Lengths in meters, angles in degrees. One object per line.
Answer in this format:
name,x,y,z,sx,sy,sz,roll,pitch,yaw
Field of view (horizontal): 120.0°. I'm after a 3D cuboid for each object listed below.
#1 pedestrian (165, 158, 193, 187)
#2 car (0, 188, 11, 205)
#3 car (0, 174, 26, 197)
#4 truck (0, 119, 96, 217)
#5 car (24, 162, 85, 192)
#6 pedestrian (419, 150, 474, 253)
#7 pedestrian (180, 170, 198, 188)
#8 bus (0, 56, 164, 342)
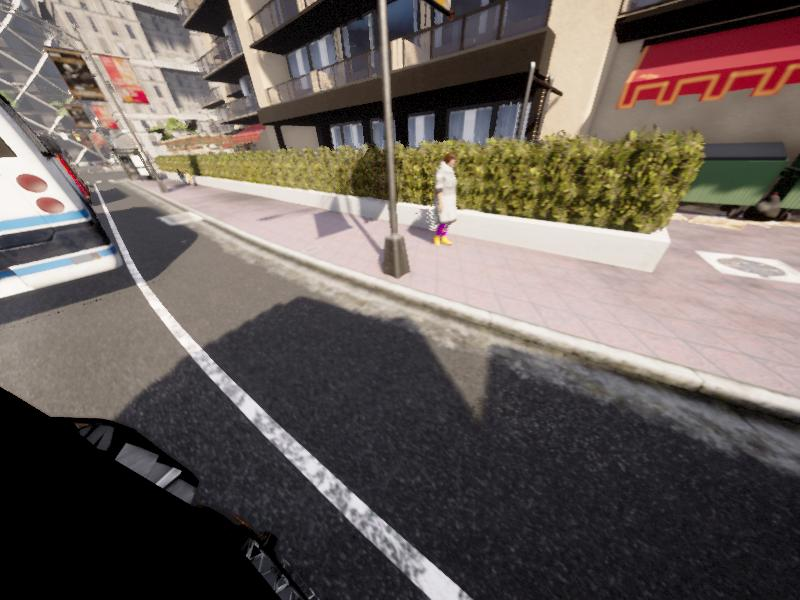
pedestrian,-16.905,-9.804,17.706,0.751,1.860,0.751,23,41,33
car,-27.212,-6.761,14.530,3.806,1.475,1.970,24,42,34
car,-33.488,-9.497,19.147,4.181,1.385,1.994,23,42,33
truck,-21.291,-7.654,13.347,8.468,3.827,2.891,24,42,34
car,-31.364,-11.385,21.210,5.566,2.045,2.150,24,42,34
pedestrian,0.943,-2.105,4.975,0.751,1.860,0.751,25,42,35
pedestrian,-15.413,-8.872,16.895,0.500,1.100,0.500,23,42,33
bus,-10.065,-2.810,4.959,10.273,4.253,3.944,23,42,32
